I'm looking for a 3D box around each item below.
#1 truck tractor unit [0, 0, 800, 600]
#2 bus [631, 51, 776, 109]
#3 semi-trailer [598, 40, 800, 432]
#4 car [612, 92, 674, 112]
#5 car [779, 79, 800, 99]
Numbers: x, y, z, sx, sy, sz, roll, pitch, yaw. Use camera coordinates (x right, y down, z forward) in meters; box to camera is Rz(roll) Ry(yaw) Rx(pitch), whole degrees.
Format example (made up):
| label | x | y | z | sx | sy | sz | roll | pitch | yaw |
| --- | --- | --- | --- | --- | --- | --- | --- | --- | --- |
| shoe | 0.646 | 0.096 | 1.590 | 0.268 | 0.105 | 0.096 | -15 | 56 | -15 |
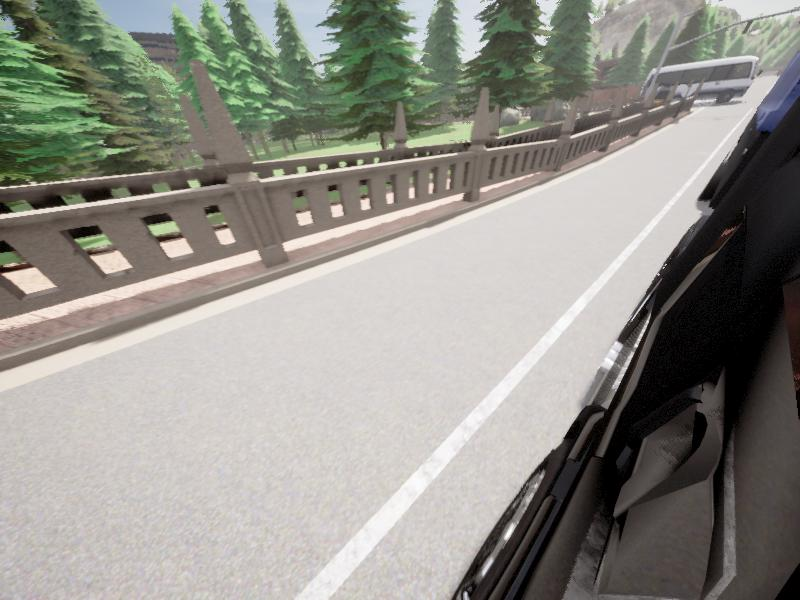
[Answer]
| label | x | y | z | sx | sy | sz | roll | pitch | yaw |
| --- | --- | --- | --- | --- | --- | --- | --- | --- | --- |
| truck tractor unit | 2.645 | -0.295 | 0.351 | 6.516 | 4.208 | 3.053 | -28 | 44 | -30 |
| bus | 38.304 | -28.082 | 30.057 | 3.944 | 4.253 | 10.273 | -33 | 47 | -28 |
| semi-trailer | 8.662 | -3.682 | 4.183 | 14.254 | 4.402 | 2.717 | -29 | 44 | -29 |
| car | 33.053 | -26.991 | 31.640 | 1.801 | 1.575 | 5.366 | -31 | 45 | -27 |
| car | 46.119 | -23.499 | 25.411 | 3.988 | 1.617 | 1.851 | 19 | 46 | 28 |
